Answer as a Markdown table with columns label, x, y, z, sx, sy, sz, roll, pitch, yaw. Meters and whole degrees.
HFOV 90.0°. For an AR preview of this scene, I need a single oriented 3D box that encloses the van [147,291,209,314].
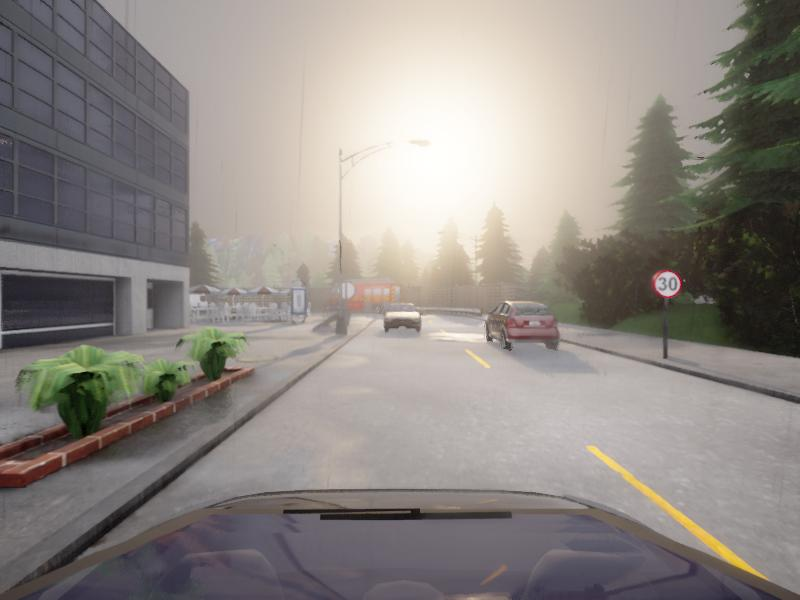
| label | x | y | z | sx | sy | sz | roll | pitch | yaw |
| --- | --- | --- | --- | --- | --- | --- | --- | --- | --- |
| van | -25.366 | 0.272 | 45.812 | 5.915 | 2.561 | 1.988 | 0 | 0 | 0 |

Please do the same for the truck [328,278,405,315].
| label | x | y | z | sx | sy | sz | roll | pitch | yaw |
| --- | --- | --- | --- | --- | --- | --- | --- | --- | --- |
| truck | -3.885 | -0.370 | 45.100 | 8.468 | 3.827 | 2.891 | 0 | 0 | 29 |

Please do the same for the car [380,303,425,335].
| label | x | y | z | sx | sy | sz | roll | pitch | yaw |
| --- | --- | --- | --- | --- | --- | --- | --- | --- | --- |
| car | 0.132 | 0.871 | 20.851 | 2.033 | 1.411 | 5.357 | 0 | 0 | 1 |

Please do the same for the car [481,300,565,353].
| label | x | y | z | sx | sy | sz | roll | pitch | yaw |
| --- | --- | --- | --- | --- | --- | --- | --- | --- | --- |
| car | 4.078 | 0.799 | 13.850 | 1.789 | 1.549 | 3.705 | 0 | 0 | 0 |
